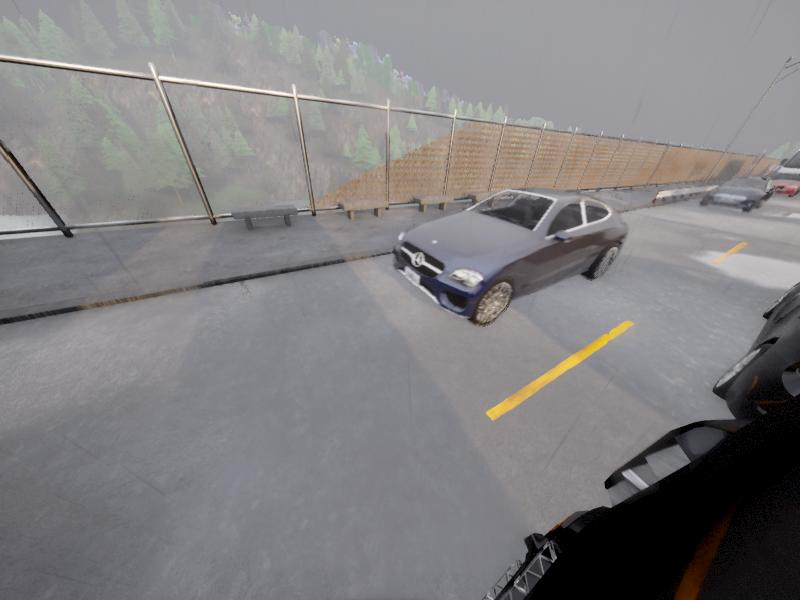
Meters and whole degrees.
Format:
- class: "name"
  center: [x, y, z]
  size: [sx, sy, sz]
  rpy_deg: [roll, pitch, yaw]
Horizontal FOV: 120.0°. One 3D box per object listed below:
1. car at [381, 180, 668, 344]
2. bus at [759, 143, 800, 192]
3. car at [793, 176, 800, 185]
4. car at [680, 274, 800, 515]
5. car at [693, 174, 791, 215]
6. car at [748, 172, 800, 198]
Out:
- class: "car"
  center: [2.373, -1.247, 4.531]
  size: [5.027, 1.651, 2.152]
  rpy_deg: [-16, 38, -26]
- class: "bus"
  center: [46.050, -14.698, 25.722]
  size: [10.273, 4.253, 3.944]
  rpy_deg: [-16, 38, -26]
- class: "car"
  center: [59.555, -17.449, 33.482]
  size: [3.806, 1.475, 1.970]
  rpy_deg: [-16, 38, -26]
- class: "car"
  center: [5.342, 0.498, 2.208]
  size: [5.008, 1.535, 1.882]
  rpy_deg: [-16, 38, -26]
- class: "car"
  center: [19.448, -6.115, 13.155]
  size: [4.856, 1.649, 2.033]
  rpy_deg: [-16, 38, -26]
- class: "car"
  center: [33.302, -10.081, 20.141]
  size: [4.611, 1.667, 2.242]
  rpy_deg: [-16, 38, -26]
